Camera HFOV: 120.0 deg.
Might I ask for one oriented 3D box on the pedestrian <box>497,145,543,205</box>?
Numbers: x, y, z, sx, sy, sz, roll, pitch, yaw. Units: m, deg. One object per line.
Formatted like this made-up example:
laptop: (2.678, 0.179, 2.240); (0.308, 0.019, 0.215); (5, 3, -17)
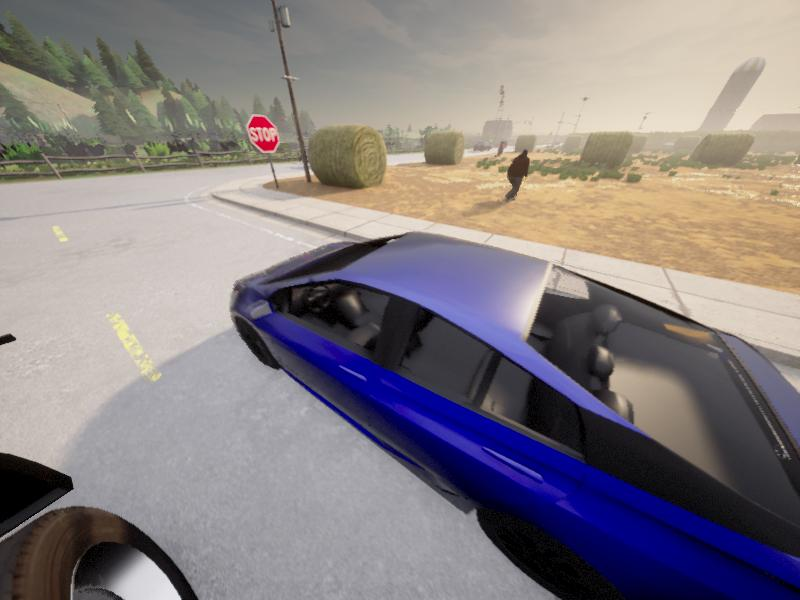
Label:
pedestrian: (4.387, -4.636, 8.582); (0.751, 1.860, 0.751); (-19, 39, -25)

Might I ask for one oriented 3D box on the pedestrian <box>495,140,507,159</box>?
pedestrian: (11.778, -17.573, 26.955); (0.751, 1.860, 0.751); (13, 37, 17)

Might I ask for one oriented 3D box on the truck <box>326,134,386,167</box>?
truck: (-4.122, -14.863, 22.772); (2.627, 2.467, 5.204); (24, 42, 30)

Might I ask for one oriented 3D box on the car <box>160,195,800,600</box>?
car: (0.119, 0.221, 2.272); (4.514, 1.525, 2.007); (22, 41, 28)

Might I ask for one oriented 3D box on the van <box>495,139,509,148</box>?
van: (26.491, -40.574, 59.901); (1.775, 1.987, 4.442); (24, 42, 30)

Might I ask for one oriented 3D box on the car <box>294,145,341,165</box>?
car: (-8.237, -14.732, 23.402); (1.970, 1.475, 3.806); (24, 42, 30)

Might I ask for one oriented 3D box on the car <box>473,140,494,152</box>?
car: (15.996, -29.444, 44.193); (2.097, 1.767, 4.553); (24, 42, 30)

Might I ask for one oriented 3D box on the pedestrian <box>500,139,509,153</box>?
pedestrian: (17.465, -25.716, 38.553); (0.751, 1.860, 0.751); (-24, 42, -30)

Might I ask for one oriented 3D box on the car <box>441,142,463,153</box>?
car: (9.524, -27.863, 42.131); (2.007, 1.525, 4.514); (24, 42, 30)

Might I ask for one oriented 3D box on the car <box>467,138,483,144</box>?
car: (27.675, -58.813, 85.312); (4.611, 1.667, 2.242); (29, 44, 32)

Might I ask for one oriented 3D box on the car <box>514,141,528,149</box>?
car: (32.218, -41.273, 61.457); (1.970, 1.475, 3.806); (24, 42, 30)
